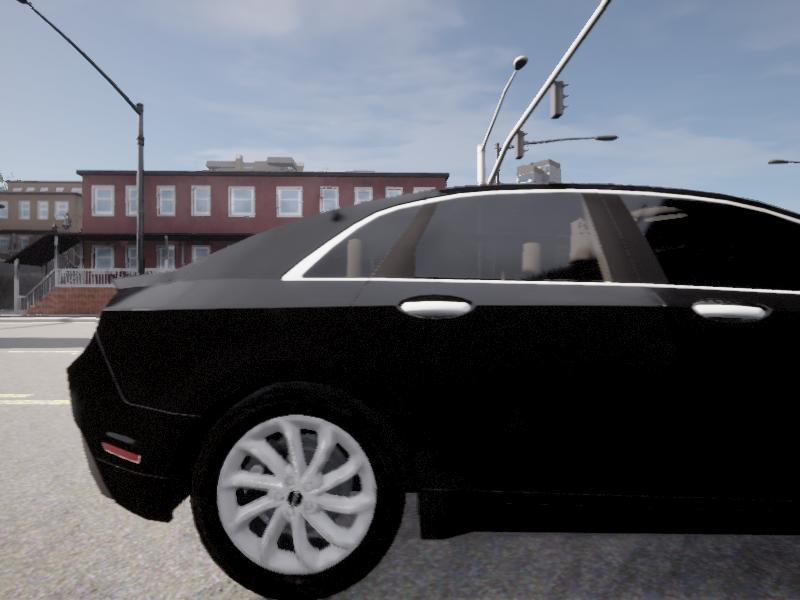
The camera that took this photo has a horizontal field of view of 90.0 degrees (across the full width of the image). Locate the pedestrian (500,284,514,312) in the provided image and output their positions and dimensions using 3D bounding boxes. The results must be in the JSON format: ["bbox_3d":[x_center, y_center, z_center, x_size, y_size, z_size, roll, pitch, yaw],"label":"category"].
[{"bbox_3d":[7.112,-0.115,26.644,0.751,1.860,0.751,0,0,-1],"label":"pedestrian"}]

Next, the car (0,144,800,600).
[{"bbox_3d":[1.043,0.245,2.203,4.892,1.490,1.837,0,0,0],"label":"car"}]

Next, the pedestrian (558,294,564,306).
[{"bbox_3d":[24.208,0.038,60.050,0.751,1.860,0.751,0,0,14],"label":"pedestrian"}]

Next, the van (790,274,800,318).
[{"bbox_3d":[23.143,-0.221,19.713,2.351,2.431,6.366,0,0,8],"label":"van"}]

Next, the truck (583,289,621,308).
[{"bbox_3d":[26.888,-0.232,53.539,2.627,2.467,5.204,0,1,2],"label":"truck"}]

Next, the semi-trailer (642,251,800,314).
[{"bbox_3d":[27.343,-1.216,35.250,2.717,4.402,14.254,0,0,-3],"label":"semi-trailer"}]

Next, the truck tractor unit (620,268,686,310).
[{"bbox_3d":[27.033,-1.114,43.154,3.053,4.208,6.516,0,0,0],"label":"truck tractor unit"}]
